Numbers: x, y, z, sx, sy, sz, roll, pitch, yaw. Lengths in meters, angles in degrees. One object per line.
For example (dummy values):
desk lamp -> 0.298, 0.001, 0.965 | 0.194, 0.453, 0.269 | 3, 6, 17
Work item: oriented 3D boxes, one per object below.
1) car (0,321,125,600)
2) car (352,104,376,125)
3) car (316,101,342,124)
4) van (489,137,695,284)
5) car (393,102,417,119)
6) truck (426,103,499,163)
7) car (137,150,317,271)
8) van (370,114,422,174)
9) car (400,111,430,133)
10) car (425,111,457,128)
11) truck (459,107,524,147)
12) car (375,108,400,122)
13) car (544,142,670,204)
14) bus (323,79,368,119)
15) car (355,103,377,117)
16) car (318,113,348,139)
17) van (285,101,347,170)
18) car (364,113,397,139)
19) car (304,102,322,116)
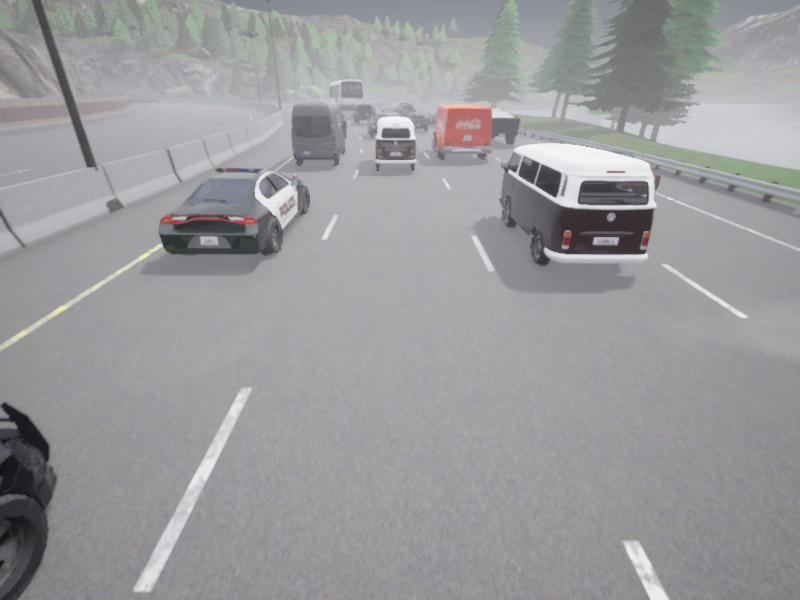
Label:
car -> -3.497, 1.969, 1.047 | 2.038, 1.542, 4.974 | 0, 27, 0
car -> -3.851, -19.591, 42.143 | 1.905, 1.878, 3.866 | -6, 28, -11
car -> -7.794, -20.466, 43.609 | 2.150, 2.045, 5.566 | -6, 28, -12
van -> 3.503, -2.208, 8.613 | 2.069, 2.038, 4.480 | 0, 27, 0
car -> 0.572, -24.690, 52.018 | 1.932, 1.855, 4.605 | -7, 28, -14
truck -> 3.051, -8.922, 21.082 | 2.627, 2.467, 5.204 | -1, 28, -3
car -> -3.507, -2.384, 9.428 | 2.038, 1.542, 4.974 | 0, 27, 0
van -> -0.252, -7.203, 18.188 | 2.069, 2.038, 4.480 | -1, 28, -2
car -> 1.239, -15.742, 35.249 | 1.816, 1.474, 4.193 | -4, 28, -8
car -> 3.963, -17.875, 39.582 | 1.895, 1.301, 4.718 | -5, 28, -10
truck -> 5.995, -11.903, 27.245 | 2.390, 2.098, 6.274 | -2, 28, -5
car -> -1.528, -21.862, 47.184 | 1.895, 1.301, 4.718 | -6, 28, -13
car -> 6.934, -4.633, 14.138 | 1.895, 1.301, 4.718 | 0, 27, -1
bus -> -7.346, -26.614, 53.038 | 3.944, 4.253, 10.273 | -8, 28, -15
car -> -4.823, -27.118, 57.007 | 2.007, 1.525, 4.514 | -8, 29, -16
car -> -5.021, -13.296, 30.410 | 2.007, 1.525, 4.514 | -3, 28, -6
van -> -3.847, -8.229, 19.579 | 1.988, 2.561, 5.915 | -1, 28, -3
car -> -1.547, -13.470, 30.805 | 2.128, 1.511, 4.902 | -3, 28, -6
car -> -12.582, -27.697, 57.938 | 1.851, 1.617, 3.988 | -9, 29, -17
